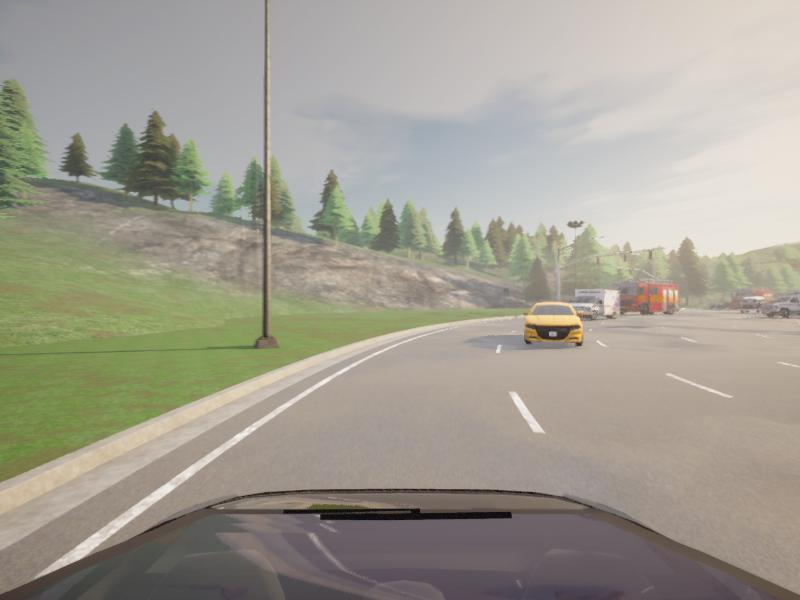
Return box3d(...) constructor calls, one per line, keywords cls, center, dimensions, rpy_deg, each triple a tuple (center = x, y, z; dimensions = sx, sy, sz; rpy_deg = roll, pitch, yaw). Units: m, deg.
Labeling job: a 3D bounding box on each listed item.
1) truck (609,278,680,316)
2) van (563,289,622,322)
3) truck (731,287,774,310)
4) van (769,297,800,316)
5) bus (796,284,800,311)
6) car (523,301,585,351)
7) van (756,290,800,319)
box3d(cls="truck", center=(26.595, -0.268, 43.391), dimensions=(8.468, 3.827, 2.891), rpy_deg=(0, 0, -30))
box3d(cls="van", center=(15.841, 0.409, 32.661), dimensions=(6.366, 2.431, 2.351), rpy_deg=(0, 0, -45))
box3d(cls="truck", center=(60.809, -0.201, 69.002), dimensions=(8.468, 3.827, 2.891), rpy_deg=(0, 0, -29))
box3d(cls="van", center=(42.553, 0.683, 42.648), dimensions=(4.442, 1.987, 1.775), rpy_deg=(0, 0, 24))
box3d(cls="bus", center=(70.148, -0.401, 66.042), dimensions=(10.273, 4.253, 3.944), rpy_deg=(0, 0, -29))
box3d(cls="car", center=(5.854, 0.834, 15.374), dimensions=(1.882, 1.535, 5.008), rpy_deg=(0, 0, 20))
box3d(cls="van", center=(36.870, 0.482, 36.495), dimensions=(6.366, 2.431, 2.351), rpy_deg=(1, -6, 4))
